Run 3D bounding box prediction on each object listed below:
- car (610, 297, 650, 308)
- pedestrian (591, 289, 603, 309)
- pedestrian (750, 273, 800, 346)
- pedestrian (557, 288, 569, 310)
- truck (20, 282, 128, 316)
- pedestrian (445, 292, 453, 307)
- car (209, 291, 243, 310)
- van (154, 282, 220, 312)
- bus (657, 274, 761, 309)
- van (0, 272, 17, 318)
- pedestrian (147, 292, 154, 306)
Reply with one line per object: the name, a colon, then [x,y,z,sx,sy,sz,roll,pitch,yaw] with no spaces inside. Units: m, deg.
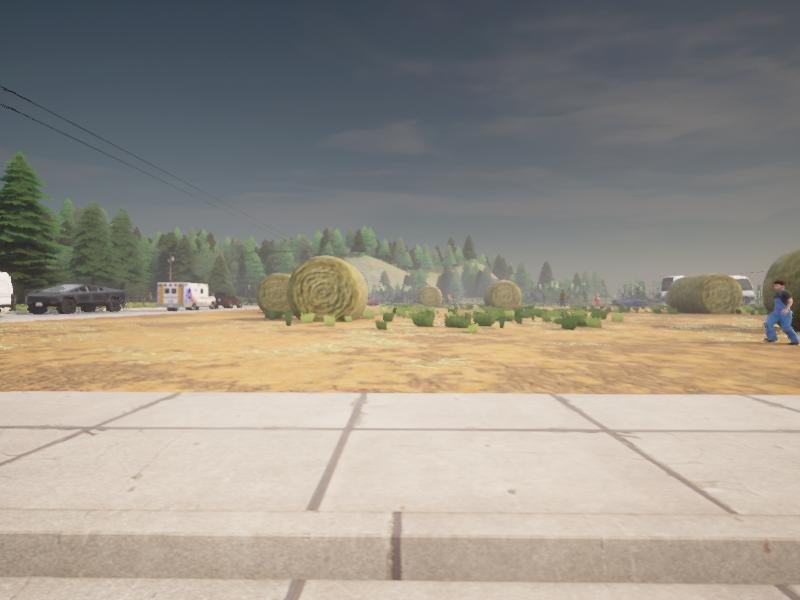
car: [30.539,0.290,53.225,4.193,1.474,1.816,0,0,5]
pedestrian: [18.945,-0.094,38.515,0.751,1.860,0.751,0,0,-34]
pedestrian: [7.262,0.175,7.519,0.751,1.300,0.751,0,0,8]
pedestrian: [14.173,-0.101,34.816,0.751,1.860,0.751,0,0,45]
truck: [-22.685,-0.067,28.364,2.390,2.098,6.274,0,0,2]
pedestrian: [6.067,-0.116,49.827,0.751,1.860,0.751,0,0,26]
car: [-18.745,0.042,43.286,1.905,1.878,3.866,0,0,2]
van: [-18.964,-0.226,36.098,2.351,2.431,6.366,0,0,2]
bus: [40.266,-1.076,52.568,10.273,4.253,3.944,-1,0,5]
van: [-22.965,-0.286,19.940,1.988,2.561,5.915,0,0,2]
pedestrian: [-34.009,-0.177,54.527,0.751,1.860,0.751,0,0,-27]
